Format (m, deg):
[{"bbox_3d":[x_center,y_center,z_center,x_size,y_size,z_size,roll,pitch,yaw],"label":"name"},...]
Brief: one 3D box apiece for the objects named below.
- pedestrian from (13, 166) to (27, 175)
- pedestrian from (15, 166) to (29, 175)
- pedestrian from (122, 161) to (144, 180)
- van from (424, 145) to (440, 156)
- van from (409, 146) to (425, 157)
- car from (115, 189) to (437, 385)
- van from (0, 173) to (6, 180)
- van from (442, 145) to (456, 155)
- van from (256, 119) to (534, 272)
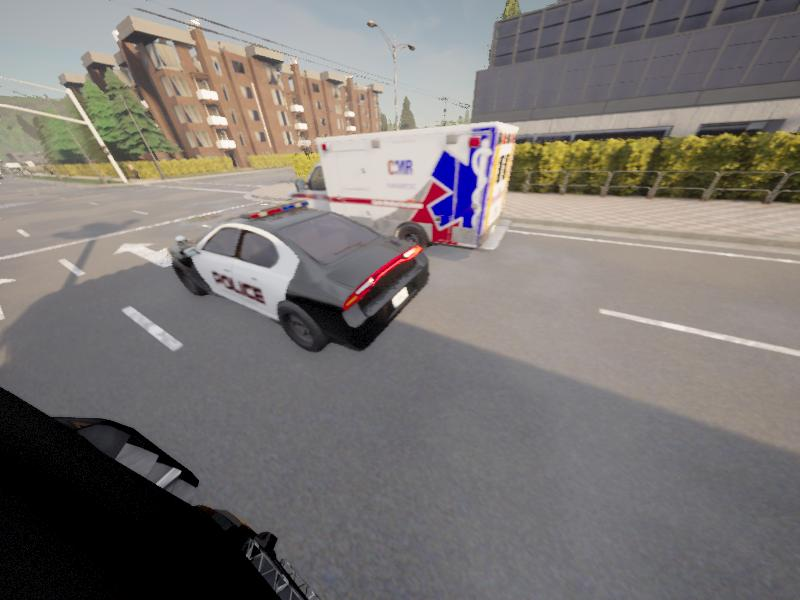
[{"bbox_3d":[-92.127,-31.291,55.988,0.751,1.860,0.751,13,37,22],"label":"pedestrian"},{"bbox_3d":[-91.498,-31.259,55.895,0.751,1.860,0.751,4,34,11],"label":"pedestrian"},{"bbox_3d":[-31.854,-15.429,27.589,0.751,1.860,0.751,-2,34,2],"label":"pedestrian"},{"bbox_3d":[7.979,-37.321,57.727,2.069,2.038,4.480,16,38,27],"label":"van"},{"bbox_3d":[4.287,-37.545,58.343,2.069,2.038,4.480,16,38,27],"label":"van"},{"bbox_3d":[-2.117,-0.814,3.960,4.974,1.542,2.038,16,38,26],"label":"car"},{"bbox_3d":[-82.726,-25.668,46.538,5.915,2.561,1.988,16,38,26],"label":"van"},{"bbox_3d":[12.334,-37.735,58.025,2.069,2.038,4.480,16,38,27],"label":"van"},{"bbox_3d":[-0.405,-2.930,6.207,6.366,2.431,2.351,16,38,26],"label":"van"}]
